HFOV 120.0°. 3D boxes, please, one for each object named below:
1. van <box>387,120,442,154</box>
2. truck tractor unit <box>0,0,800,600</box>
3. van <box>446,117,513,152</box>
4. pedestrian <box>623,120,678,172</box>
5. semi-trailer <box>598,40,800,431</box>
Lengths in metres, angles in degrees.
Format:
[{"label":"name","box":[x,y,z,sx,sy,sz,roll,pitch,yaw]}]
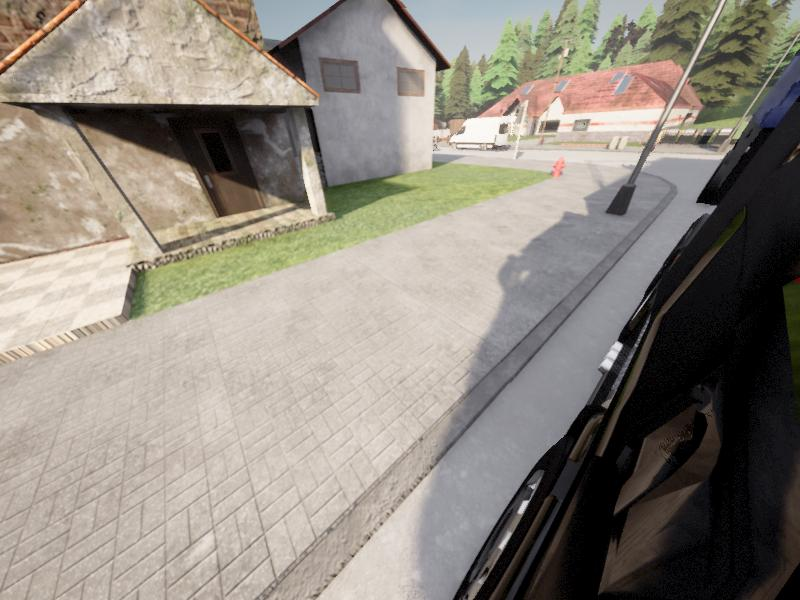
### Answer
[{"label":"van","box":[1.390,-17.148,24.344,1.988,2.561,5.915,-29,44,-31]},{"label":"truck tractor unit","box":[2.645,-0.295,0.351,6.516,4.208,3.053,-28,44,-30]},{"label":"van","box":[7.666,-16.514,23.105,1.988,2.561,5.915,-27,43,-29]},{"label":"pedestrian","box":[11.026,-6.793,10.262,0.751,1.860,0.751,9,38,15]},{"label":"semi-trailer","box":[8.677,-3.620,4.248,14.254,4.402,2.717,-28,44,-30]}]
